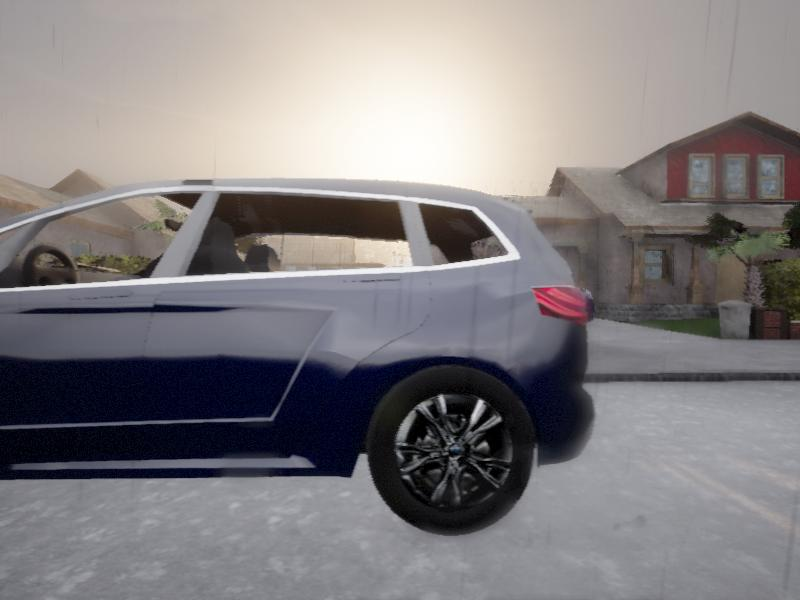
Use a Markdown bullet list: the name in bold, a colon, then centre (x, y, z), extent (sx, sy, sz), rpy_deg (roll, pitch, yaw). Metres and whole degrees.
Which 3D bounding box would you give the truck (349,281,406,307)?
- **truck**: centre (-3.347, -0.925, 60.133), extent (8.468, 3.827, 2.891), rpy_deg (0, 0, -2)

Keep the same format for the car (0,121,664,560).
- **car**: centre (-1.271, 0.155, 2.655), extent (4.611, 1.667, 2.242), rpy_deg (0, 0, -3)

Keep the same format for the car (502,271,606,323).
- **car**: centre (4.946, -0.077, 13.410), extent (1.845, 1.501, 3.633), rpy_deg (0, 0, -5)
